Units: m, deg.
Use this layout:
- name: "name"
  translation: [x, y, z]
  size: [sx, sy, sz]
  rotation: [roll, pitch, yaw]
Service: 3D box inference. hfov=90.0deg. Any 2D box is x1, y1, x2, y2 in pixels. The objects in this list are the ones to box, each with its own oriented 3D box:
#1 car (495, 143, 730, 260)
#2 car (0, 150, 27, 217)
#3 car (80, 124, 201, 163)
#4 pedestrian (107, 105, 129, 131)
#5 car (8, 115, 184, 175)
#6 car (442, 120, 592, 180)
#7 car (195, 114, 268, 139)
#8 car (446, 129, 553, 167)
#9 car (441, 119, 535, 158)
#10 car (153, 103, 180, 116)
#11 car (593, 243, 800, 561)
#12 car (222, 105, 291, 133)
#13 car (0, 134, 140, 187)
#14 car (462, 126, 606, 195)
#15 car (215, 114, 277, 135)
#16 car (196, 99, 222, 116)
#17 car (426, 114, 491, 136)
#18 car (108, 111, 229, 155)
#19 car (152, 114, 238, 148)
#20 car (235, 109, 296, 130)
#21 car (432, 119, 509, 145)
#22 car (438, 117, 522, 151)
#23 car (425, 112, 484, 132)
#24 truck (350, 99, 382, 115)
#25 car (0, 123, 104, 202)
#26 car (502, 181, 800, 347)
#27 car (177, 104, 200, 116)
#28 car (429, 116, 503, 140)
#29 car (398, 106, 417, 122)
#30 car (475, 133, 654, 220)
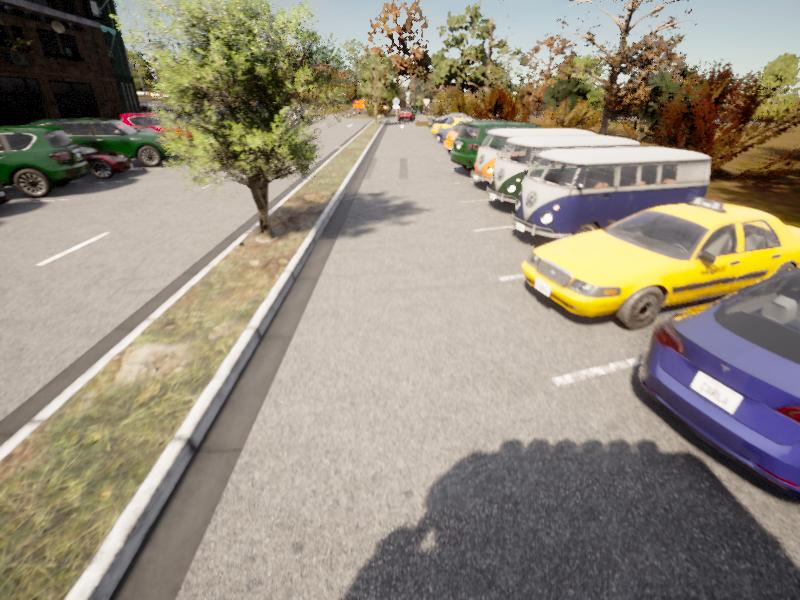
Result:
- name: "car"
  translation: [4.751, -2.432, 9.244]
  size: [4.442, 1.987, 1.878]
  rotation: [-8, 29, -18]
- name: "car"
  translation: [-13.335, -2.767, 10.185]
  size: [5.008, 1.535, 2.097]
  rotation: [-10, 28, -17]
- name: "car"
  translation: [-13.245, -8.236, 20.905]
  size: [4.792, 1.488, 2.163]
  rotation: [-10, 28, -17]
- name: "pedestrian"
  translation: [-23.143, -14.946, 32.849]
  size: [0.751, 1.860, 0.751]
  rotation: [-1, 25, -3]
- name: "car"
  translation: [-13.265, -7.114, 18.104]
  size: [5.566, 2.045, 2.435]
  rotation: [-10, 28, -17]
- name: "car"
  translation: [4.923, -6.557, 17.227]
  size: [5.566, 2.045, 2.435]
  rotation: [-8, 28, -18]
- name: "car"
  translation: [-13.186, -13.753, 31.590]
  size: [5.008, 1.535, 2.097]
  rotation: [-10, 28, -17]
- name: "car"
  translation: [4.907, -7.651, 19.995]
  size: [4.674, 1.452, 2.002]
  rotation: [-8, 29, -18]
- name: "car"
  translation: [4.891, -9.157, 22.563]
  size: [4.553, 1.767, 2.185]
  rotation: [-8, 28, -18]
- name: "car"
  translation: [-31.644, -25.908, 54.373]
  size: [2.231, 1.521, 4.892]
  rotation: [-9, 28, -17]
- name: "car"
  translation: [4.857, 0.491, 4.117]
  size: [4.792, 1.488, 2.163]
  rotation: [-8, 28, -18]
- name: "car"
  translation: [-13.154, -16.738, 36.830]
  size: [5.566, 2.045, 2.435]
  rotation: [-10, 29, -17]
- name: "car"
  translation: [-13.275, -5.491, 15.556]
  size: [4.792, 1.488, 2.163]
  rotation: [-10, 28, -17]
- name: "car"
  translation: [4.773, -5.152, 14.542]
  size: [4.442, 1.987, 1.878]
  rotation: [-8, 29, -18]
- name: "car"
  translation: [-13.155, -15.102, 34.298]
  size: [4.674, 1.452, 2.002]
  rotation: [-10, 28, -17]
- name: "car"
  translation: [-25.711, -26.056, 54.158]
  size: [2.435, 2.045, 5.566]
  rotation: [-8, 27, -17]
- name: "car"
  translation: [4.986, -15.055, 34.328]
  size: [4.892, 1.521, 2.231]
  rotation: [-8, 28, -18]
- name: "car"
  translation: [-13.231, -9.861, 23.455]
  size: [5.566, 2.045, 2.435]
  rotation: [-10, 28, -17]
- name: "car"
  translation: [-13.202, -11.117, 26.178]
  size: [4.553, 1.767, 2.185]
  rotation: [-10, 29, -17]
- name: "car"
  translation: [-13.276, -17.888, 39.585]
  size: [5.366, 1.575, 1.946]
  rotation: [-10, 29, -17]
- name: "car"
  translation: [4.928, -11.924, 28.292]
  size: [4.792, 1.488, 2.163]
  rotation: [-8, 29, -18]
- name: "car"
  translation: [4.967, -10.522, 25.224]
  size: [4.553, 1.767, 2.185]
  rotation: [-8, 29, -18]
- name: "car"
  translation: [5.017, -16.606, 37.346]
  size: [4.892, 1.521, 2.231]
  rotation: [-8, 29, -18]
- name: "truck"
  translation: [-6.295, -35.992, 74.437]
  size: [5.204, 2.467, 2.627]
  rotation: [8, 26, 12]
- name: "car"
  translation: [-13.343, -4.355, 12.730]
  size: [5.566, 2.045, 2.435]
  rotation: [-10, 29, -17]
- name: "car"
  translation: [4.668, -0.865, 6.678]
  size: [5.366, 1.575, 1.946]
  rotation: [-8, 29, -18]
- name: "car"
  translation: [-28.687, -25.840, 54.351]
  size: [2.002, 1.452, 4.674]
  rotation: [-8, 28, -17]
- name: "car"
  translation: [5.145, -13.537, 31.369]
  size: [5.366, 1.575, 1.946]
  rotation: [-8, 28, -18]
- name: "car"
  translation: [0.974, -23.709, 50.944]
  size: [1.851, 1.617, 3.988]
  rotation: [5, 27, 9]
- name: "car"
  translation: [4.762, -3.792, 11.893]
  size: [4.442, 1.987, 1.878]
  rotation: [-8, 29, -18]
